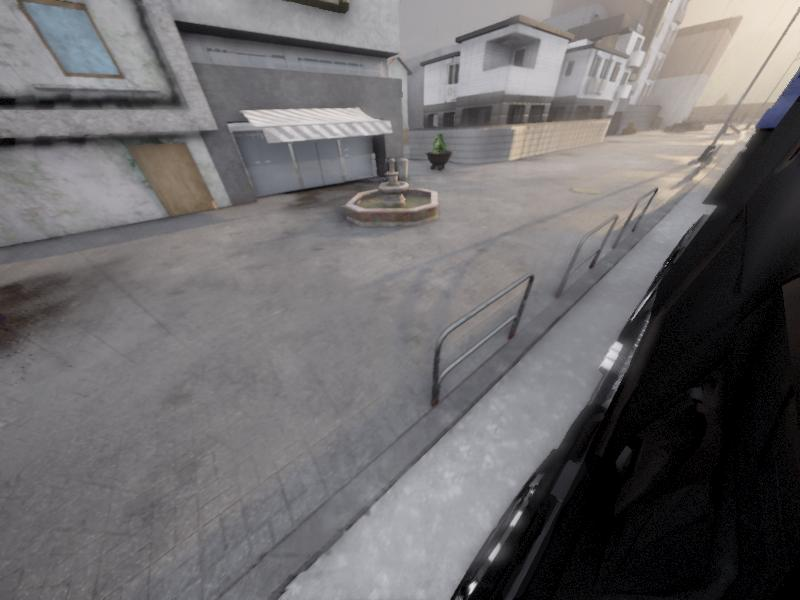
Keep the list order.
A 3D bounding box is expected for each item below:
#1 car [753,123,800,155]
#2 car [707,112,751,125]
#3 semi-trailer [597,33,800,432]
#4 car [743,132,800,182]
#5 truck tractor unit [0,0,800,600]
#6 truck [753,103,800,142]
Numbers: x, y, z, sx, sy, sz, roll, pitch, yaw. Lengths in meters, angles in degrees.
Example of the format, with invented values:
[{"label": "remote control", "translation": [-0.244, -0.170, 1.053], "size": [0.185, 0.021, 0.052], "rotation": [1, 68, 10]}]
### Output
[{"label": "car", "translation": [24.385, -10.107, 14.389], "size": [4.181, 1.385, 1.994], "rotation": [-26, 43, -28]}, {"label": "car", "translation": [64.510, -35.644, 45.441], "size": [2.097, 1.767, 4.553], "rotation": [-27, 43, -29]}, {"label": "semi-trailer", "translation": [8.754, -3.572, 4.163], "size": [14.254, 4.402, 2.717], "rotation": [-28, 43, -29]}, {"label": "car", "translation": [16.294, -5.950, 9.450], "size": [4.718, 1.301, 1.895], "rotation": [-27, 43, -28]}, {"label": "truck tractor unit", "translation": [2.645, -0.295, 0.351], "size": [6.516, 4.208, 3.053], "rotation": [-28, 44, -30]}, {"label": "truck", "translation": [33.243, -15.115, 19.564], "size": [5.204, 2.467, 2.627], "rotation": [-27, 43, -29]}]
